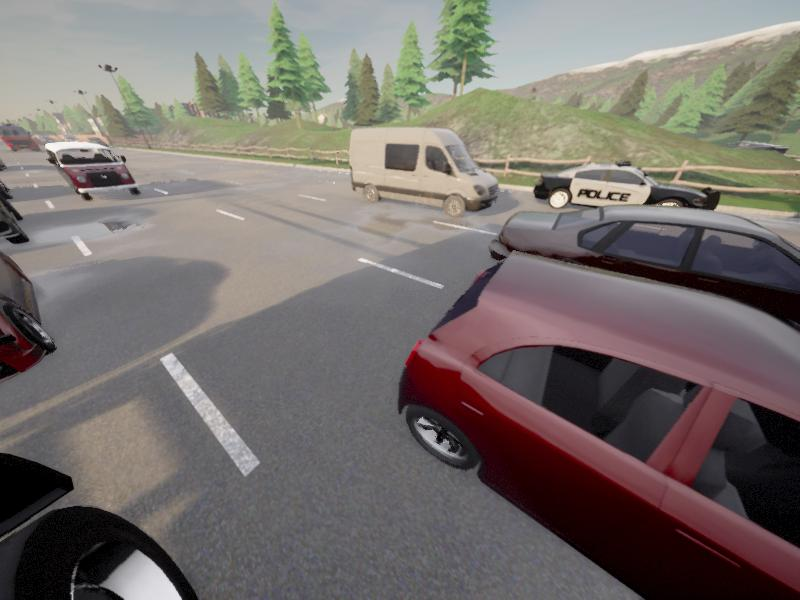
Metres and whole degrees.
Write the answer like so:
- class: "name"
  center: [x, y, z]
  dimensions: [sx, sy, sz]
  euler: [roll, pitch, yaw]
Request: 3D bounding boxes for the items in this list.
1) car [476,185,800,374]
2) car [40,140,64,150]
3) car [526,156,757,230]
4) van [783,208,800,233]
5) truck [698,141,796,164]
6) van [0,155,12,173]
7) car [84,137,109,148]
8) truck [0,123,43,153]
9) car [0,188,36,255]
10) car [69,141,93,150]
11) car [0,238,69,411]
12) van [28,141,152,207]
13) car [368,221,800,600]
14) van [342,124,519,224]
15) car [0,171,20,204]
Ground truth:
- class: "car"
  center: [4.287, -0.606, 3.617]
  dimensions: [5.357, 1.411, 2.033]
  euler: [22, 41, 28]
- class: "car"
  center: [-66.273, -29.525, 43.988]
  dimensions: [3.633, 1.501, 1.845]
  euler: [22, 41, 28]
- class: "car"
  center: [7.893, -4.153, 8.482]
  dimensions: [5.238, 1.638, 1.930]
  euler: [22, 41, 28]
- class: "van"
  center: [14.395, -1.816, 4.531]
  dimensions: [6.366, 2.431, 2.351]
  euler: [22, 41, 28]
- class: "truck"
  center: [42.707, -18.520, 28.847]
  dimensions: [2.390, 2.098, 6.274]
  euler: [-3, 35, -6]
- class: "van"
  center: [-32.186, -11.019, 17.209]
  dimensions: [6.366, 2.431, 2.351]
  euler: [22, 41, 28]
- class: "car"
  center: [-68.532, -35.564, 52.152]
  dimensions: [5.566, 2.045, 2.150]
  euler: [22, 41, 28]
- class: "truck"
  center: [-64.384, -27.218, 38.752]
  dimensions: [8.468, 3.827, 2.891]
  euler: [22, 41, 28]
- class: "car"
  center: [-11.677, -2.306, 5.693]
  dimensions: [5.027, 1.651, 2.152]
  euler: [22, 41, 28]
- class: "car"
  center: [-63.688, -30.857, 46.061]
  dimensions: [3.806, 1.475, 1.970]
  euler: [22, 41, 28]
- class: "car"
  center: [-6.057, 0.111, 2.548]
  dimensions: [4.181, 1.385, 1.994]
  euler: [22, 40, 28]
- class: "van"
  center: [-13.554, -5.703, 10.147]
  dimensions: [4.480, 2.038, 2.069]
  euler: [22, 41, 28]
- class: "car"
  center: [1.834, 0.797, 1.477]
  dimensions: [3.633, 1.501, 1.845]
  euler: [22, 41, 28]
- class: "van"
  center: [0.772, -4.957, 8.784]
  dimensions: [5.915, 2.561, 1.988]
  euler: [22, 40, 28]
- class: "car"
  center: [-18.375, -4.984, 9.568]
  dimensions: [4.792, 1.488, 2.163]
  euler: [22, 41, 28]
